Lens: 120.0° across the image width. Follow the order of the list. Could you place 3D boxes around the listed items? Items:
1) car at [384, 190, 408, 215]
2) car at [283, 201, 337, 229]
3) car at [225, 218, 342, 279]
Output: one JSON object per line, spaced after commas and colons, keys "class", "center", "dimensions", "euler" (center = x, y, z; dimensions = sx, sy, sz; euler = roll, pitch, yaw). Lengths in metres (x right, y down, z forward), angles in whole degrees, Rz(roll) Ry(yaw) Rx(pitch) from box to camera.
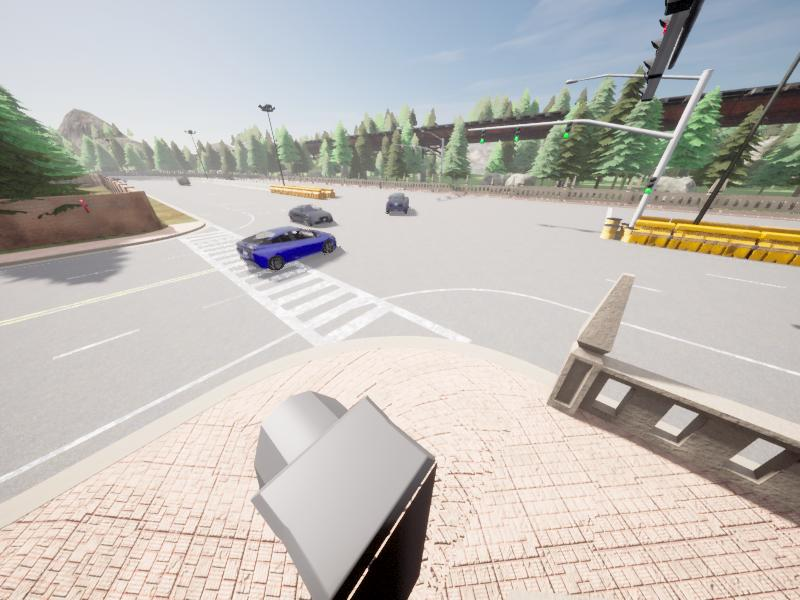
{"class": "car", "center": [-0.266, -10.121, 23.742], "dimensions": [2.097, 1.767, 4.553], "euler": [2, 30, 3]}
{"class": "car", "center": [-7.293, -6.937, 18.653], "dimensions": [4.181, 1.385, 1.994], "euler": [23, 37, 34]}
{"class": "car", "center": [-5.301, -2.759, 11.257], "dimensions": [2.007, 1.525, 4.514], "euler": [19, 35, 29]}
